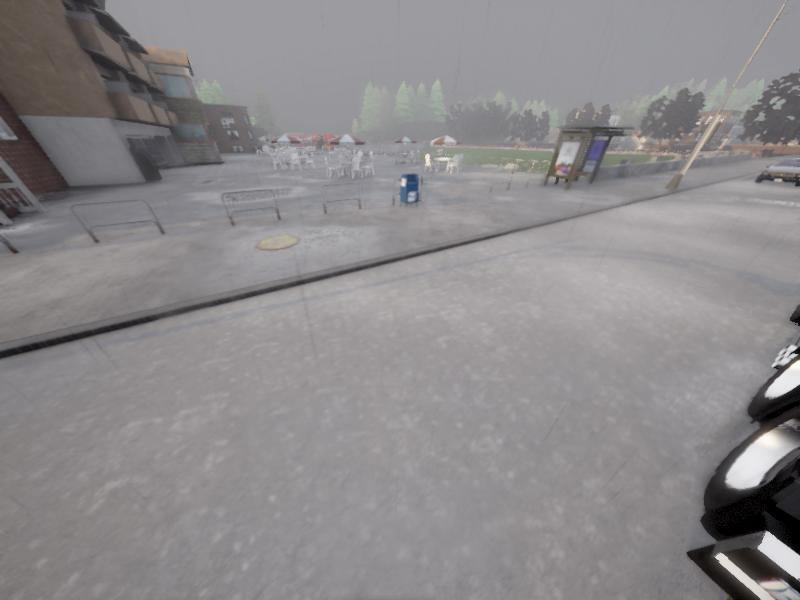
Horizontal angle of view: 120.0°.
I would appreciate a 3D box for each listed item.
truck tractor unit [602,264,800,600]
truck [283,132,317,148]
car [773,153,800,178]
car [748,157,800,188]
[{"bbox_3d":[5.108,-0.303,0.786,6.516,4.208,3.053,-18,39,-24],"label":"truck tractor unit"},{"bbox_3d":[-30.140,-48.267,69.779,8.468,3.827,2.891,-18,39,-24],"label":"truck"},{"bbox_3d":[32.619,-10.780,18.459,4.514,1.525,2.007,-18,39,-24],"label":"car"},{"bbox_3d":[25.848,-8.516,15.260,5.357,1.411,2.033,-18,39,-24],"label":"car"}]
